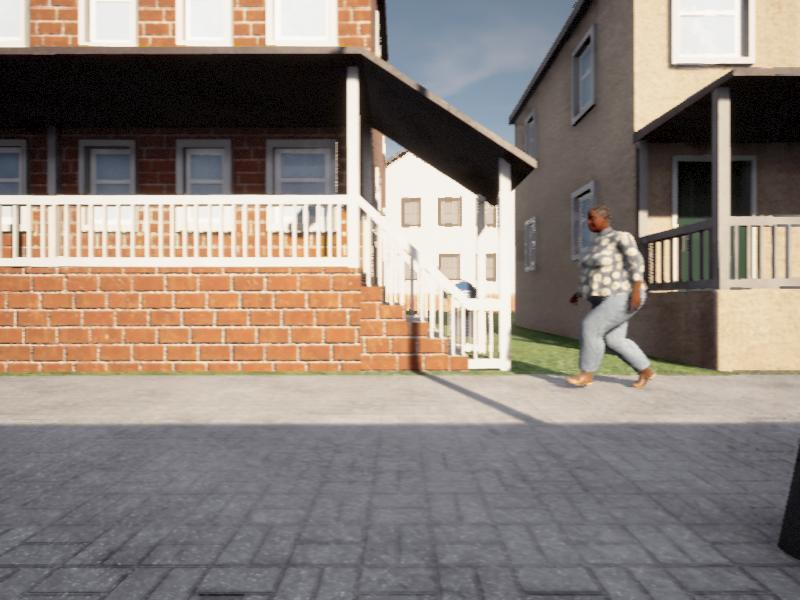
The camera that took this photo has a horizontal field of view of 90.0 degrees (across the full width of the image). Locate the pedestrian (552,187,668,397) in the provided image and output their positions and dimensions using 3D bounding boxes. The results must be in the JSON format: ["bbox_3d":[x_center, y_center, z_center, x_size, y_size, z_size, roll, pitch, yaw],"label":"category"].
[{"bbox_3d":[2.013,-0.070,3.932,0.751,1.860,0.751,0,0,1],"label":"pedestrian"}]

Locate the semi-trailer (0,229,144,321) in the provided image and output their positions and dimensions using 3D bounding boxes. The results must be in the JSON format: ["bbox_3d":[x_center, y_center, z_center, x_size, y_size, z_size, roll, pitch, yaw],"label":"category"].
[{"bbox_3d":[-20.534,-1.190,22.847,2.717,4.402,14.254,0,0,0],"label":"semi-trailer"}]
